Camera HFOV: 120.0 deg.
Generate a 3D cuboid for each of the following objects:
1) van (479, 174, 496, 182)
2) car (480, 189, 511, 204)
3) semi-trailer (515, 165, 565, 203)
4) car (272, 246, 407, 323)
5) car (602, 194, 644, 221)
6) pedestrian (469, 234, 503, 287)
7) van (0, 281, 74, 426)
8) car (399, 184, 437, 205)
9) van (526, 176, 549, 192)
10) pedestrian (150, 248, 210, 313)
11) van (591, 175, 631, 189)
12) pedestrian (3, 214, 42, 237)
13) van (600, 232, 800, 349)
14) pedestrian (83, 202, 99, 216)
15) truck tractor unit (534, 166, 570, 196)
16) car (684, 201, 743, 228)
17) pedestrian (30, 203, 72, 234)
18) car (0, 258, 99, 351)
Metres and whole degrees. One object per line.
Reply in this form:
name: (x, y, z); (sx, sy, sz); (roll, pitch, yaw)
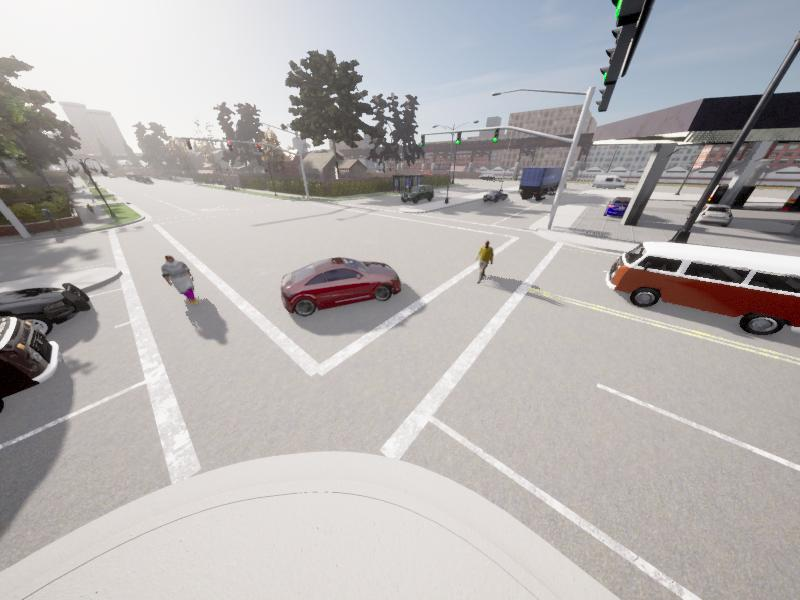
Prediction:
van: (28.802, -40.223, 76.026); (4.480, 2.038, 2.069); (22, 36, 33)
car: (13.147, -14.261, 31.712); (2.033, 1.411, 5.357); (23, 37, 34)
semi-trailer: (21.502, -17.871, 34.941); (2.717, 4.402, 14.254); (22, 37, 34)
car: (-2.067, -0.758, 8.350); (4.181, 1.385, 1.994); (-12, 32, -20)
car: (21.088, -8.924, 21.955); (2.242, 1.667, 4.611); (23, 37, 34)
pedestrian: (3.406, -1.593, 9.257); (0.751, 1.860, 0.751); (22, 37, 33)
van: (-9.164, 1.668, 3.476); (2.069, 2.038, 4.480); (22, 37, 34)
car: (2.479, -14.378, 31.262); (2.150, 2.045, 5.566); (23, 37, 34)
van: (28.078, -23.719, 47.061); (2.351, 2.431, 6.366); (23, 37, 34)
pedestrian: (-7.203, -0.652, 7.625); (0.751, 1.860, 0.751); (26, 39, 37)
van: (46.740, -26.234, 51.305); (5.915, 2.561, 1.988); (22, 37, 33)
pedestrian: (-25.016, -4.957, 15.353); (0.751, 1.300, 0.751); (-26, 39, -37)
van: (9.670, -0.596, 7.398); (4.480, 2.038, 2.069); (21, 36, 32)
pedestrian: (-29.235, -8.599, 21.861); (0.500, 1.100, 0.500); (23, 37, 34)
truck tractor unit: (26.547, -20.830, 40.271); (3.053, 4.208, 6.516); (23, 37, 34)
car: (25.999, -7.245, 19.370); (1.970, 1.475, 3.806); (23, 37, 34)
pedestrian: (-24.024, -5.619, 15.938); (0.751, 1.860, 0.751); (-23, 37, -34)
car: (-11.825, 0.677, 5.591); (1.930, 1.638, 5.238); (22, 37, 33)
